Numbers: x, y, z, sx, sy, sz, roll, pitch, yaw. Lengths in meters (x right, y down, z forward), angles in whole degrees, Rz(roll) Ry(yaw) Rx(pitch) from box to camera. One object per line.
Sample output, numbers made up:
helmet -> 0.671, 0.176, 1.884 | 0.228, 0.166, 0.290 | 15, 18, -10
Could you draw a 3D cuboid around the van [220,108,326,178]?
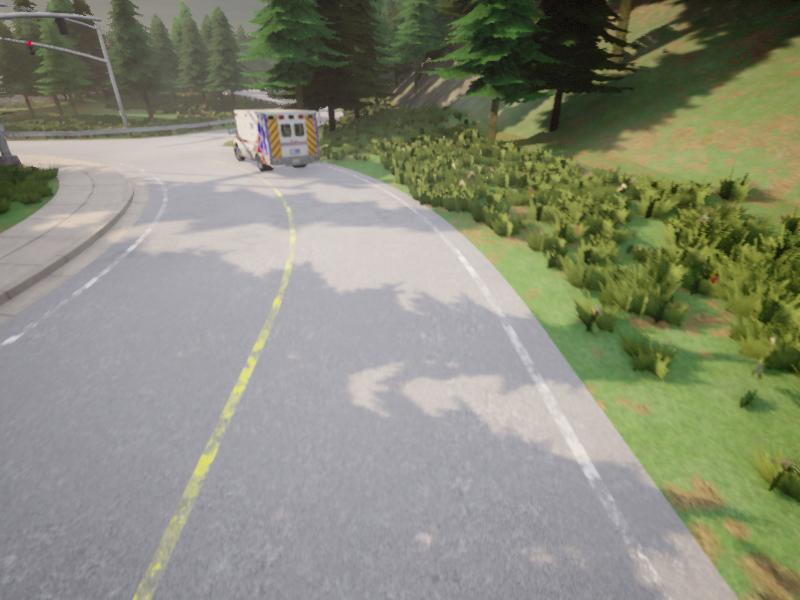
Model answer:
van -> -6.140, -7.612, 18.830 | 2.351, 2.431, 6.366 | -19, 33, -32
